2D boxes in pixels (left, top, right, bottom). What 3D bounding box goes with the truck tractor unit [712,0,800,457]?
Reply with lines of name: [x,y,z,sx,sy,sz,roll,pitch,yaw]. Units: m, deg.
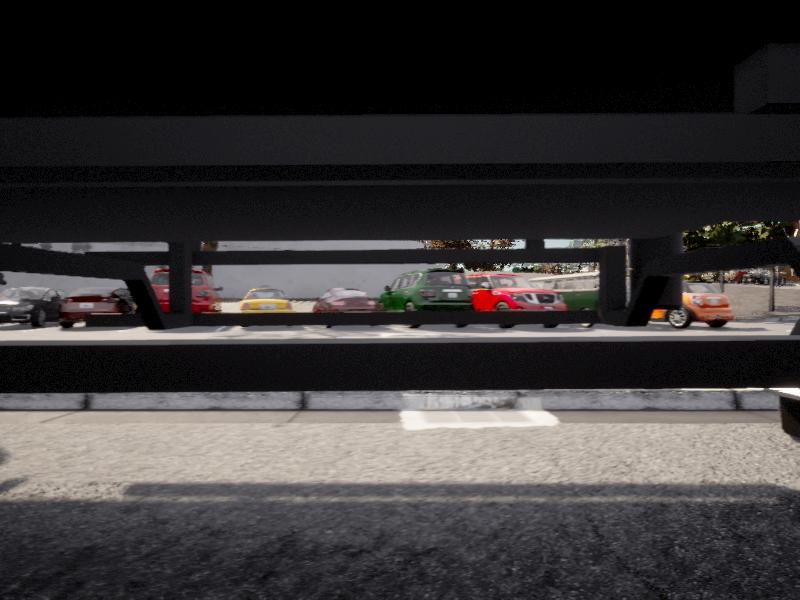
truck tractor unit: [5.768,-1.125,1.683,6.516,4.208,3.053,0,0,0]

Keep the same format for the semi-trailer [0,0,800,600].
semi-trailer: [-2.149,-1.221,1.684,14.254,4.402,2.717,0,0,0]
